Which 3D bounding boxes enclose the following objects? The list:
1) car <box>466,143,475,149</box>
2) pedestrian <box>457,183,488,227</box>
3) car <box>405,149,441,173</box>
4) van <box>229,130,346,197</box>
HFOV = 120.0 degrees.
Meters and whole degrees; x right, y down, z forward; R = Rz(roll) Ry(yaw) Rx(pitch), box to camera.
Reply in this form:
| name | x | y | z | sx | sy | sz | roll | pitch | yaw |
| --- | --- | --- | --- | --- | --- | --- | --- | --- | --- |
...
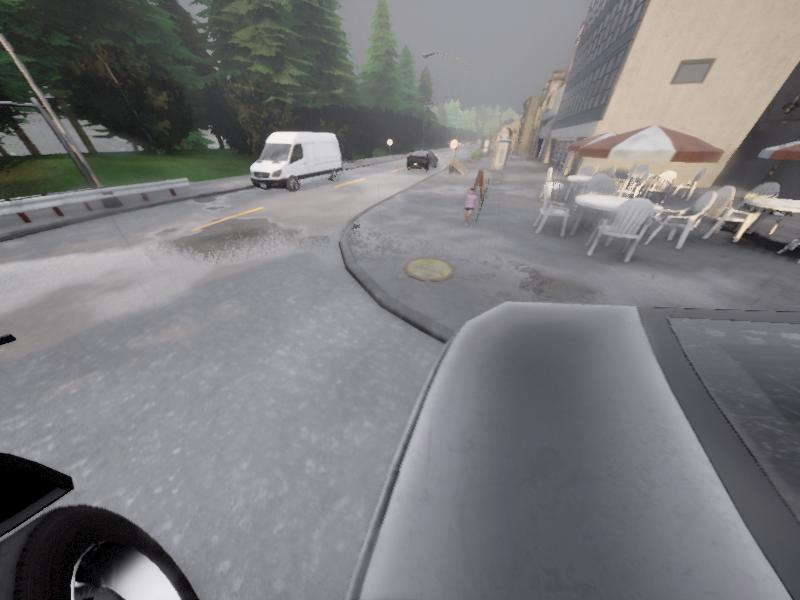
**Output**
| name | x | y | z | sx | sy | sz | roll | pitch | yaw |
| --- | --- | --- | --- | --- | --- | --- | --- | --- | --- |
| car | 24.715 | -54.088 | 80.951 | 2.152 | 1.651 | 5.027 | 12 | 36 | 16 |
| pedestrian | 2.151 | -2.862 | 6.938 | 0.500 | 1.100 | 0.500 | -28 | 44 | -34 |
| car | 2.164 | -12.662 | 20.869 | 1.882 | 1.535 | 5.008 | 12 | 37 | 16 |
| van | -5.527 | -7.735 | 12.789 | 1.988 | 2.561 | 5.915 | 12 | 36 | 16 |
